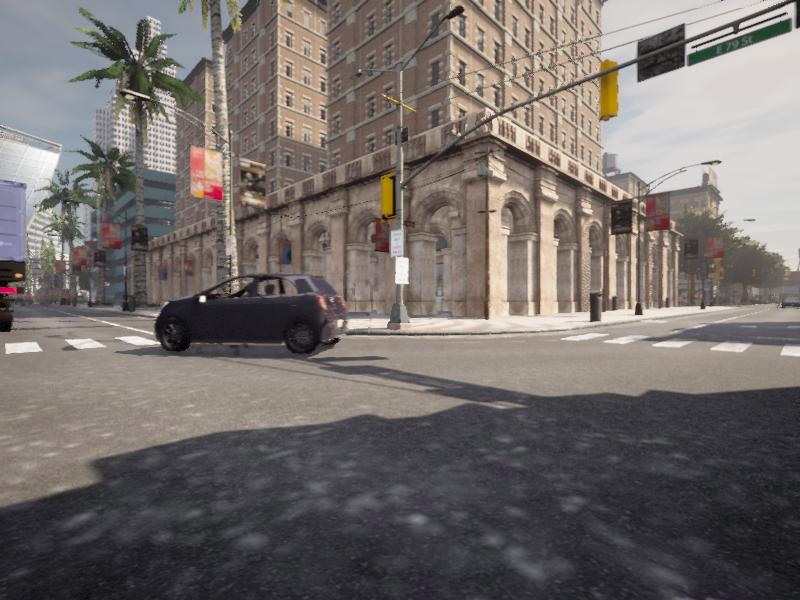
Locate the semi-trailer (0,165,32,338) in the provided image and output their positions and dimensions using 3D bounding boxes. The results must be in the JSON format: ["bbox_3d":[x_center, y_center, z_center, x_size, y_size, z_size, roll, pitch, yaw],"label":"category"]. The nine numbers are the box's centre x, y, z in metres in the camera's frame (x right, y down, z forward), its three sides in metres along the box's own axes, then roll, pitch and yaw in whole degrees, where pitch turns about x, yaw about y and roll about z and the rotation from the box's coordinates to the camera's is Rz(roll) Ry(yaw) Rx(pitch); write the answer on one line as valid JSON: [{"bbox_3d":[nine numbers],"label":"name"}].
[{"bbox_3d":[-16.143,-1.231,14.230,14.254,4.402,2.717,0,0,40],"label":"semi-trailer"}]

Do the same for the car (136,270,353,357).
[{"bbox_3d":[-2.949,0.227,8.047,3.633,1.501,1.845,0,0,8],"label":"car"}]
